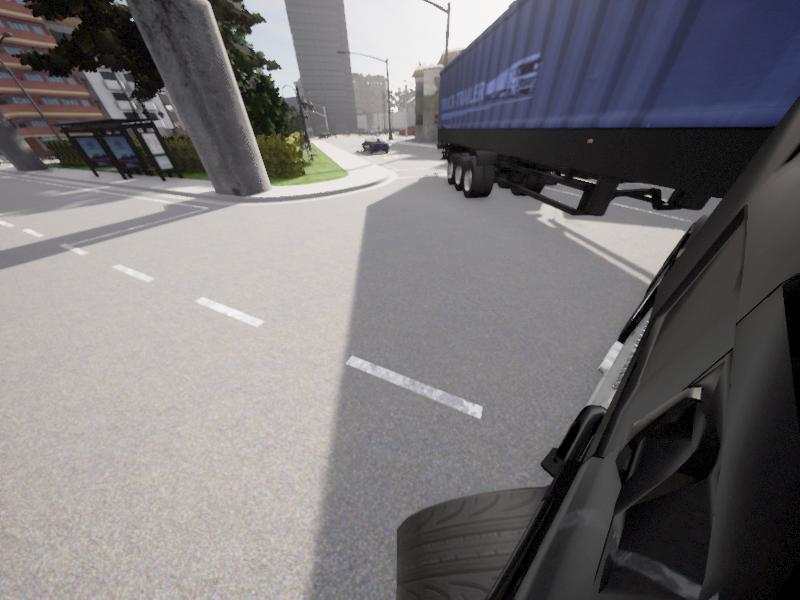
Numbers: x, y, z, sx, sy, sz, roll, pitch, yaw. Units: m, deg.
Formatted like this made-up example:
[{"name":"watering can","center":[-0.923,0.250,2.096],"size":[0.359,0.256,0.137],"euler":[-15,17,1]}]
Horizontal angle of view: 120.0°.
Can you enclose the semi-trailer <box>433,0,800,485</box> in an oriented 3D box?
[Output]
[{"name":"semi-trailer","center":[3.660,-4.744,6.029],"size":[2.717,4.402,14.254],"euler":[-4,37,-2]}]

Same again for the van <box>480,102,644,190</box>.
[{"name":"van","center":[6.414,-7.110,10.589],"size":[1.988,2.561,5.915],"euler":[-12,38,-13]}]

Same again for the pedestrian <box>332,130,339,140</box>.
[{"name":"pedestrian","center":[-14.381,-36.723,51.471],"size":[0.751,1.860,0.751],"euler":[13,40,19]}]

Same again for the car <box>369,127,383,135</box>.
[{"name":"car","center":[-8.471,-59.102,80.743],"size":[2.150,2.045,5.566],"euler":[15,40,22]}]

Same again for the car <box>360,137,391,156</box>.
[{"name":"car","center":[-2.563,-15.634,23.402],"size":[1.895,1.301,4.718],"euler":[-14,38,-15]}]

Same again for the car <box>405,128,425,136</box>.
[{"name":"car","center":[3.944,-45.097,61.849],"size":[5.008,1.535,1.882],"euler":[14,40,21]}]

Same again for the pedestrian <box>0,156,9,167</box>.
[{"name":"pedestrian","center":[-43.248,-15.214,24.486],"size":[0.751,1.860,0.751],"euler":[1,37,4]}]

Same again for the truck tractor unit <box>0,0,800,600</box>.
[{"name":"truck tractor unit","center":[2.645,-0.295,0.351],"size":[6.516,4.208,3.053],"euler":[-28,44,-30]}]

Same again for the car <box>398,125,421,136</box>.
[{"name":"car","center":[2.454,-43.351,59.184],"size":[5.566,2.045,2.150],"euler":[14,40,21]}]
